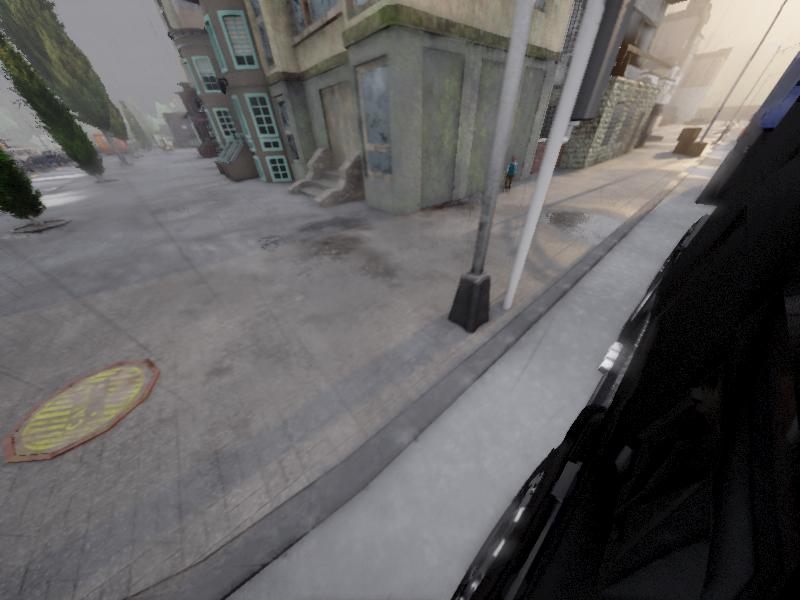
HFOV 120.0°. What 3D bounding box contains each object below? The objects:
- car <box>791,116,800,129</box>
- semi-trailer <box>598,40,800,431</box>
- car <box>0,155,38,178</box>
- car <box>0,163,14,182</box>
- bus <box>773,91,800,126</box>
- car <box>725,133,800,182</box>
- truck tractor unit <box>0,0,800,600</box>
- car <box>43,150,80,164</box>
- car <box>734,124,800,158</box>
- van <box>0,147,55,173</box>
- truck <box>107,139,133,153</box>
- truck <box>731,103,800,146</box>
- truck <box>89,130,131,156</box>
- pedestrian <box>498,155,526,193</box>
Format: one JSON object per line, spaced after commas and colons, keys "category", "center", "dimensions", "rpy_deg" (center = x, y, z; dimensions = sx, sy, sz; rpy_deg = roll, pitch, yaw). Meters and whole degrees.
{"category": "car", "center": [54.351, -23.787, 30.538], "dimensions": [5.238, 1.638, 1.930], "rpy_deg": [-28, 44, -30]}
{"category": "semi-trailer", "center": [8.685, -3.617, 4.236], "dimensions": [14.254, 4.402, 2.717], "rpy_deg": [-28, 44, -30]}
{"category": "car", "center": [-36.273, -12.383, 21.320], "dimensions": [1.970, 1.475, 3.806], "rpy_deg": [-28, 44, -30]}
{"category": "car", "center": [-32.099, -9.465, 17.303], "dimensions": [1.895, 1.301, 4.718], "rpy_deg": [-28, 44, -30]}
{"category": "bus", "center": [66.963, -31.705, 38.117], "dimensions": [10.273, 4.253, 3.944], "rpy_deg": [-28, 44, -30]}
{"category": "car", "center": [15.926, -6.194, 9.826], "dimensions": [4.718, 1.301, 1.895], "rpy_deg": [-28, 44, -30]}
{"category": "truck tractor unit", "center": [2.645, -0.295, 0.351], "dimensions": [6.516, 4.208, 3.053], "rpy_deg": [-28, 44, -30]}
{"category": "car", "center": [-48.214, -20.462, 33.039], "dimensions": [1.895, 1.301, 4.718], "rpy_deg": [-28, 44, -30]}
{"category": "car", "center": [22.508, -9.767, 14.101], "dimensions": [4.181, 1.385, 1.994], "rpy_deg": [-29, 44, -31]}
{"category": "van", "center": [-40.029, -15.143, 24.826], "dimensions": [1.775, 1.987, 4.442], "rpy_deg": [-28, 44, -30]}
{"category": "truck", "center": [-63.199, -34.870, 52.275], "dimensions": [2.627, 2.467, 5.204], "rpy_deg": [-28, 44, -30]}
{"category": "truck", "center": [29.122, -13.753, 18.076], "dimensions": [5.204, 2.467, 2.627], "rpy_deg": [-28, 44, -30]}
{"category": "truck", "center": [-56.461, -30.802, 45.269], "dimensions": [2.891, 3.827, 8.468], "rpy_deg": [-28, 44, -30]}
{"category": "pedestrian", "center": [4.014, -4.548, 8.342], "dimensions": [0.500, 1.100, 0.500], "rpy_deg": [-27, 43, -29]}
